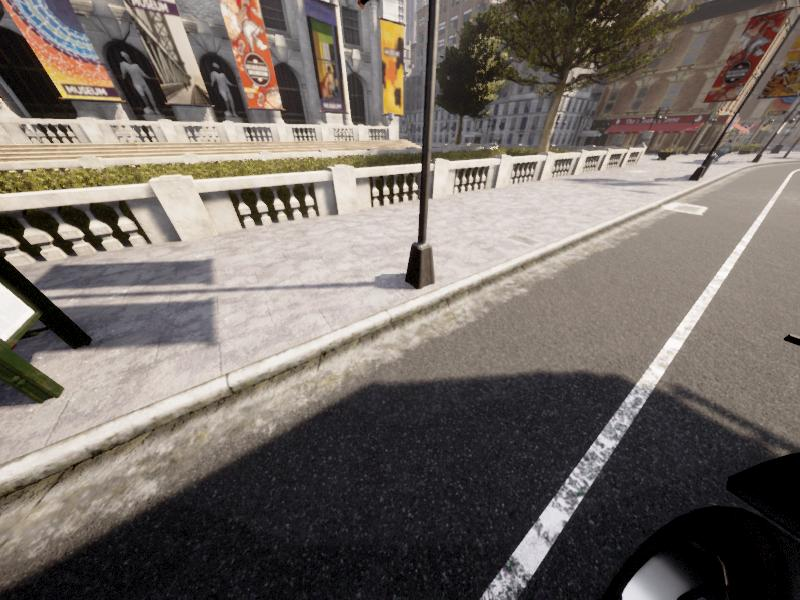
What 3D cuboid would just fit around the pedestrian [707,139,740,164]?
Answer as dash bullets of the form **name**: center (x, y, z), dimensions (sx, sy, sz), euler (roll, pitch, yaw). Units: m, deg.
- **pedestrian**: center (29.195, -13.443, 20.876), dimensions (0.751, 1.860, 0.751), euler (-15, 38, -20)
